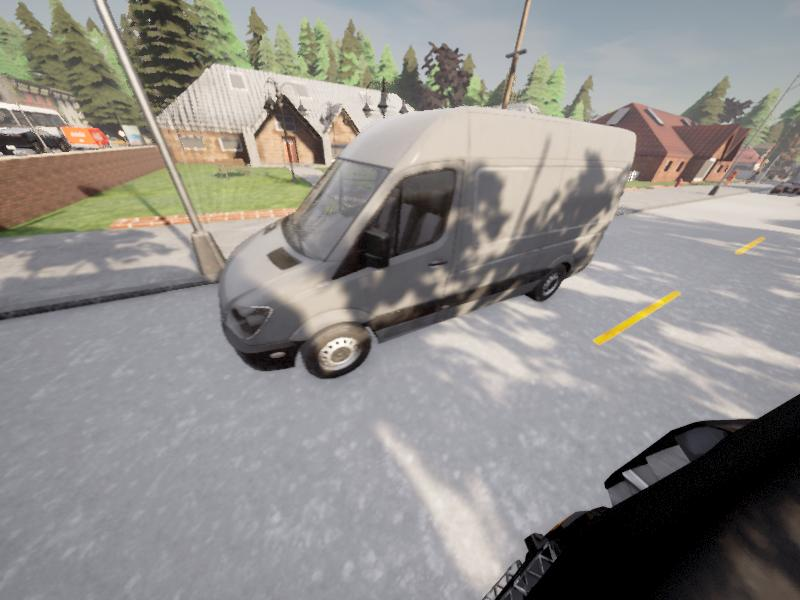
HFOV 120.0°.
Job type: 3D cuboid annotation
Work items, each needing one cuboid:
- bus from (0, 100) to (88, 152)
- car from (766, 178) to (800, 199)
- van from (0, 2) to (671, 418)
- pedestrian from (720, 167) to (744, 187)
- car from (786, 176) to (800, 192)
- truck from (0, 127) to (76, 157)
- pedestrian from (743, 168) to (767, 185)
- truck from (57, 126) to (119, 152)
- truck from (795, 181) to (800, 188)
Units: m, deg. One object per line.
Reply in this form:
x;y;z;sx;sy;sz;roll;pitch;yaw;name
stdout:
-42.733;-19.813;26.589;3.944;4.253;10.273;-15;38;-25;bus
36.590;-10.386;21.386;4.181;1.385;1.994;-15;37;-25;car
0.670;-1.126;3.433;5.915;2.561;1.988;-15;37;-25;van
36.865;-13.648;25.655;0.751;1.860;0.751;-21;40;-32;pedestrian
46.489;-13.114;26.207;3.806;1.475;1.970;-15;38;-25;car
-34.593;-14.858;21.716;2.390;2.098;6.274;-15;38;-25;truck
45.501;-15.809;29.617;0.751;1.860;0.751;-13;37;-23;pedestrian
-40.346;-20.968;30.143;2.627;2.467;5.204;-15;38;-25;truck
59.683;-17.647;31.993;8.468;3.827;2.891;-15;38;-25;truck
